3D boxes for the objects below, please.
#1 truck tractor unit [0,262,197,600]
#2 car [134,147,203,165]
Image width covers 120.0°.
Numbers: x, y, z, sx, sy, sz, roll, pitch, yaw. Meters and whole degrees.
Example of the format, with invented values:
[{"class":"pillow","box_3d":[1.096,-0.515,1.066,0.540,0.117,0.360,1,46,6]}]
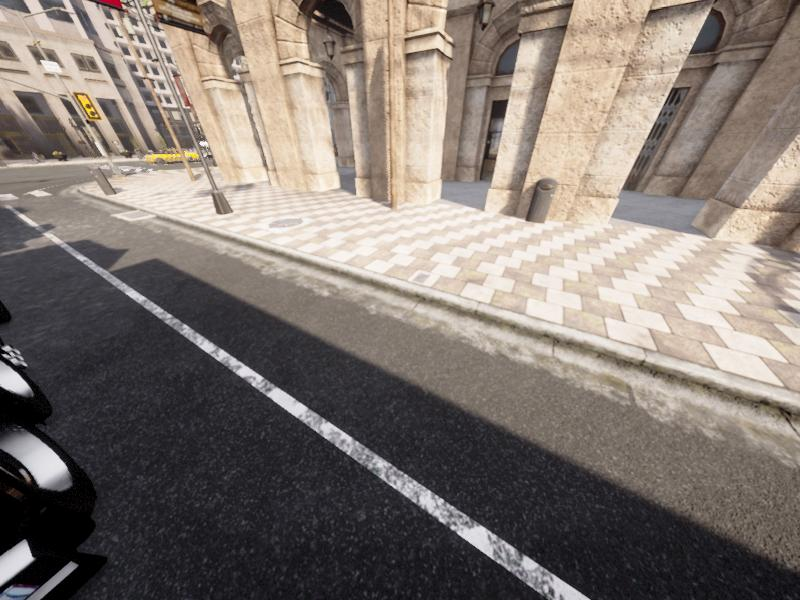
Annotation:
[{"class":"truck tractor unit","box_3d":[-5.106,-0.307,0.783,6.516,4.208,3.053,19,39,24]},{"class":"car","box_3d":[-27.512,-17.345,27.747,1.801,1.575,5.366,18,39,24]}]
